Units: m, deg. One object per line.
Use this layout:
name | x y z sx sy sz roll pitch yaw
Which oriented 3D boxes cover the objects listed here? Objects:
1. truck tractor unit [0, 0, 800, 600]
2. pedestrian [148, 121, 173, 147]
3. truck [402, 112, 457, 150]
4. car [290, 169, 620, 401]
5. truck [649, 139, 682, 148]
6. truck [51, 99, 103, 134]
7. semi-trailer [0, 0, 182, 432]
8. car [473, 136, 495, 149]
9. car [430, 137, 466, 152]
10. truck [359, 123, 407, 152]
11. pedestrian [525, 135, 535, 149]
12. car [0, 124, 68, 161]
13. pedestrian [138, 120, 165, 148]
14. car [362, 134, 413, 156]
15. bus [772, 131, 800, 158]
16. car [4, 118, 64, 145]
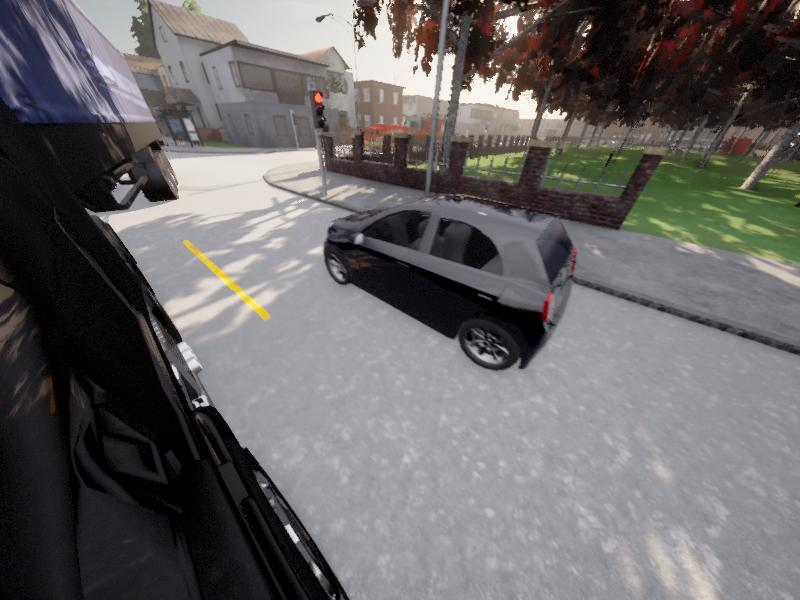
truck tractor unit | -2.645 -0.295 0.352 6.516 4.208 3.053 28 44 30
pedestrian | -20.993 -14.558 20.273 0.751 1.860 0.751 -30 47 -35
truck | 4.152 -23.471 32.193 2.891 3.827 8.468 29 44 31
car | 0.425 -0.735 3.341 3.633 1.501 1.845 28 44 30
truck | 81.135 -48.031 70.802 6.274 2.098 2.390 28 44 30
truck | -49.979 -28.254 35.718 8.468 3.827 2.891 28 44 30
semi-trailer | -7.681 -4.129 5.043 2.717 4.402 14.254 -23 44 -29
car | 13.713 -25.642 37.551 1.845 1.501 3.633 28 44 30
car | 6.375 -20.566 30.443 2.033 1.411 5.357 28 44 30
truck | -1.832 -19.080 27.104 2.627 2.467 5.204 28 44 30
pedestrian | 21.525 -26.278 38.332 0.751 1.860 0.751 28 44 30
car | -22.833 -9.905 14.382 5.366 1.575 1.801 28 44 30
pedestrian | -20.789 -13.890 19.379 0.751 1.860 0.751 -21 43 -28
car | -1.094 -15.573 23.170 1.801 1.575 5.366 28 44 30
bus | 81.284 -30.957 46.036 3.944 4.253 10.273 28 44 30
car | -32.341 -15.006 20.551 4.553 1.767 2.097 28 44 30
